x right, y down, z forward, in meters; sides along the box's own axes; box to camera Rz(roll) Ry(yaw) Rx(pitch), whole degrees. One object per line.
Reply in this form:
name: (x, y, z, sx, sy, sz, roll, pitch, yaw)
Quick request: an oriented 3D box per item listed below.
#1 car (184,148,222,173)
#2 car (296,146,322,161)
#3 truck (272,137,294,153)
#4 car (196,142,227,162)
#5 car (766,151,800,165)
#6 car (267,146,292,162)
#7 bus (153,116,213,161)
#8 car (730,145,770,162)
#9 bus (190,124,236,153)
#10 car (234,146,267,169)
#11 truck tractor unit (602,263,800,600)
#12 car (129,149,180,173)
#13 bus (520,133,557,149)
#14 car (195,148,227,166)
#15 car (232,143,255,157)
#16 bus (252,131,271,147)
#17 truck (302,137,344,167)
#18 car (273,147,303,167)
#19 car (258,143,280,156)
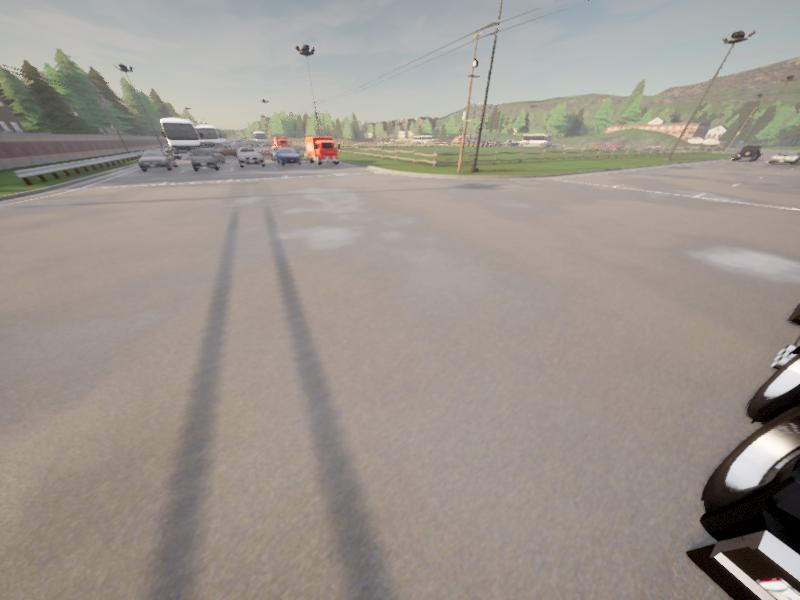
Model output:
car: (-16.667, -11.991, 19.737, 1.789, 1.549, 3.705, -18, 39, -25)
car: (-11.913, -19.173, 30.141, 2.007, 1.525, 4.514, -18, 39, -25)
truck: (-23.178, -30.532, 45.599, 2.627, 2.467, 5.204, -18, 37, -25)
car: (-23.290, -18.347, 28.520, 1.905, 1.878, 3.866, -27, 44, -33)
car: (49.041, -18.003, 29.270, 4.718, 1.301, 1.895, -18, 39, -24)
car: (-15.075, -18.293, 28.887, 1.970, 1.475, 3.806, -18, 39, -25)
bus: (-28.888, -21.510, 30.938, 3.944, 4.253, 10.273, -24, 42, -31)
car: (49.193, -20.603, 32.491, 3.866, 1.878, 1.905, -18, 39, -24)
bus: (-36.236, -31.657, 45.482, 3.944, 4.253, 10.273, -12, 36, -18)
car: (-14.939, -14.277, 22.984, 2.152, 1.651, 5.027, -18, 39, -25)
truck tractor unit: (5.110, -0.301, 0.790, 6.516, 4.208, 3.053, -18, 39, -24)
car: (-20.753, -11.992, 19.795, 1.812, 1.442, 4.674, -18, 39, -25)
bus: (49.664, -57.484, 83.479, 3.944, 4.253, 10.273, -18, 39, -25)
car: (-20.181, -15.453, 24.844, 1.994, 1.385, 4.181, -18, 39, -24)
car: (-24.241, -23.403, 35.979, 2.242, 1.667, 4.611, -14, 37, -19)
bus: (-48.398, -56.063, 80.460, 3.944, 4.253, 10.273, -18, 39, -25)
truck: (-8.273, -16.009, 24.794, 2.627, 2.467, 5.204, -18, 39, -25)
car: (-11.917, -15.236, 24.467, 1.882, 1.535, 5.008, -18, 39, -25)
car: (-21.310, -24.465, 37.533, 2.242, 1.667, 4.611, -18, 39, -25)
